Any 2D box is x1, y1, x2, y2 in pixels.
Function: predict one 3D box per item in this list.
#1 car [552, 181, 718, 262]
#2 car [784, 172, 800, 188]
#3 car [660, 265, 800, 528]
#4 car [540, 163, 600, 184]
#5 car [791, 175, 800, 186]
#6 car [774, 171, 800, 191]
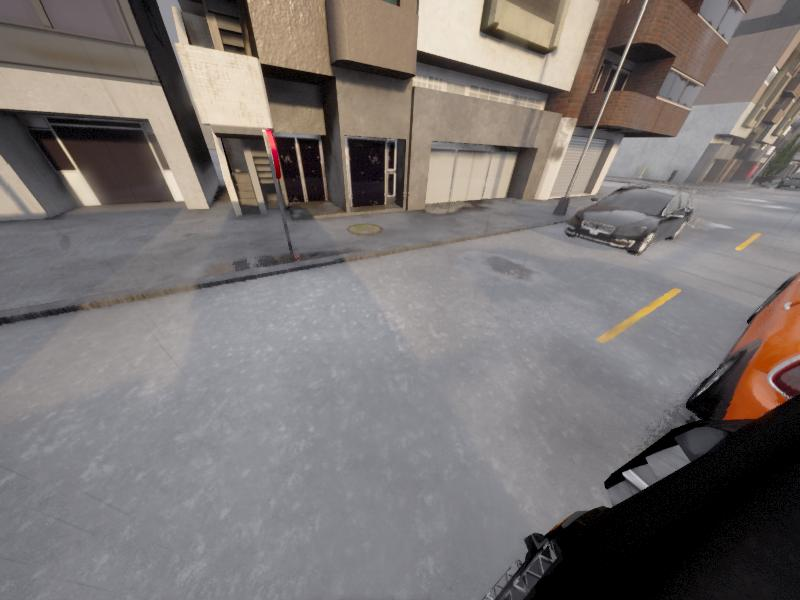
[{"bbox_3d":[7.267,-2.644,7.126,4.892,1.490,1.837,-17,38,-27],"label":"car"},{"bbox_3d":[51.695,-15.277,29.465,5.366,1.575,1.801,-16,38,-26],"label":"car"},{"bbox_3d":[5.024,0.482,1.978,4.553,1.767,2.097,-16,38,-26],"label":"car"},{"bbox_3d":[16.900,-12.759,23.203,1.994,1.385,4.181,-14,37,-24],"label":"car"},{"bbox_3d":[57.669,-16.936,32.512,3.806,1.475,1.970,-16,38,-26],"label":"car"},{"bbox_3d":[45.545,-13.612,26.294,4.553,1.767,2.097,-16,38,-26],"label":"car"}]
